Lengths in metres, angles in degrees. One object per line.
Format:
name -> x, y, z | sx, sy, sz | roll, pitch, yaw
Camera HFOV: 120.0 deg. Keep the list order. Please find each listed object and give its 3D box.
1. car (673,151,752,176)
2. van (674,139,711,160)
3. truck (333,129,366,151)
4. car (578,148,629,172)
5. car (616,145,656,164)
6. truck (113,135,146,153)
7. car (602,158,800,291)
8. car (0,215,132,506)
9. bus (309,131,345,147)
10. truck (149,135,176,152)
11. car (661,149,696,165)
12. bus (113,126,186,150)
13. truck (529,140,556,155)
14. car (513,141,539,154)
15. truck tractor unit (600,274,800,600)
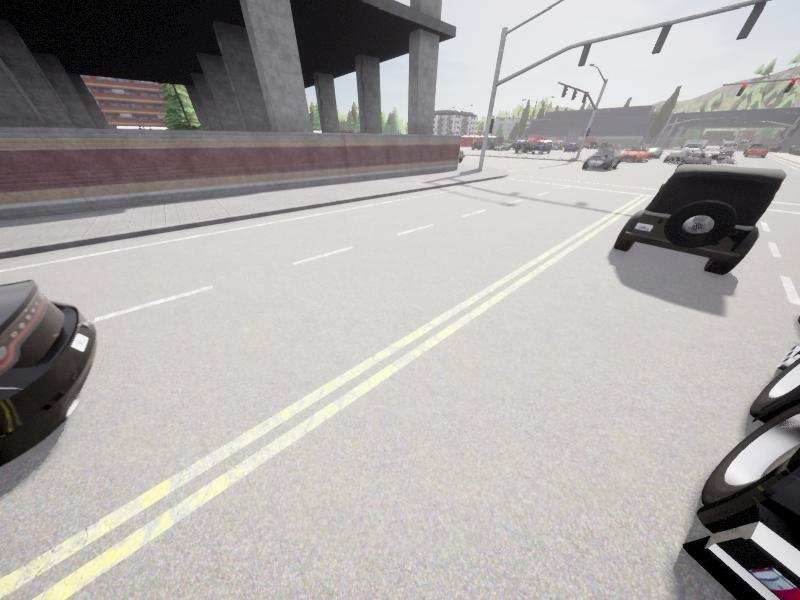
car -> 25.917, -11.544, 19.420 | 1.970, 1.475, 3.806 | 10, 36, 14
van -> 45.011, -23.230, 35.553 | 6.366, 2.431, 2.351 | -26, 42, -32
truck -> -11.382, -35.480, 51.327 | 2.891, 3.827, 8.468 | -26, 43, -32
car -> 18.721, -12.923, 21.197 | 4.856, 1.649, 2.033 | -26, 43, -32
car -> 29.435, -18.193, 28.754 | 4.553, 1.767, 2.097 | -24, 41, -30
truck -> -47.539, -27.624, 40.760 | 2.615, 2.467, 5.204 | -26, 42, -32
car -> 6.883, -2.073, 5.367 | 3.866, 1.878, 1.905 | -26, 43, -32
car -> -5.165, 1.191, 0.805 | 5.238, 1.638, 1.930 | -26, 42, -32
bus -> -24.043, -53.552, 76.847 | 10.273, 4.253, 3.944 | -25, 42, -32
truck -> -44.242, -29.199, 43.047 | 2.615, 2.467, 5.204 | -26, 42, -32
car -> 33.996, -17.504, 28.178 | 4.181, 1.385, 1.994 | -26, 42, -32
bus -> -57.546, -37.591, 53.680 | 10.273, 4.253, 3.944 | -25, 42, -32
truck -> 25.054, -26.847, 40.614 | 4.478, 2.038, 2.069 | -26, 42, -32
car -> 23.137, -28.019, 42.444 | 4.605, 1.855, 1.932 | -26, 42, -32
truck tractor unit -> 5.129, -0.283, 0.756 | 6.516, 4.208, 3.053 | -18, 39, -23
